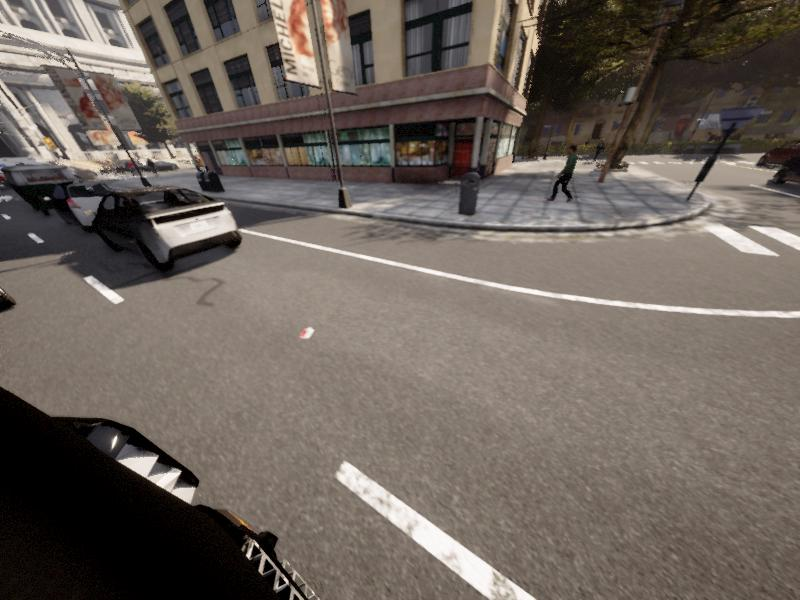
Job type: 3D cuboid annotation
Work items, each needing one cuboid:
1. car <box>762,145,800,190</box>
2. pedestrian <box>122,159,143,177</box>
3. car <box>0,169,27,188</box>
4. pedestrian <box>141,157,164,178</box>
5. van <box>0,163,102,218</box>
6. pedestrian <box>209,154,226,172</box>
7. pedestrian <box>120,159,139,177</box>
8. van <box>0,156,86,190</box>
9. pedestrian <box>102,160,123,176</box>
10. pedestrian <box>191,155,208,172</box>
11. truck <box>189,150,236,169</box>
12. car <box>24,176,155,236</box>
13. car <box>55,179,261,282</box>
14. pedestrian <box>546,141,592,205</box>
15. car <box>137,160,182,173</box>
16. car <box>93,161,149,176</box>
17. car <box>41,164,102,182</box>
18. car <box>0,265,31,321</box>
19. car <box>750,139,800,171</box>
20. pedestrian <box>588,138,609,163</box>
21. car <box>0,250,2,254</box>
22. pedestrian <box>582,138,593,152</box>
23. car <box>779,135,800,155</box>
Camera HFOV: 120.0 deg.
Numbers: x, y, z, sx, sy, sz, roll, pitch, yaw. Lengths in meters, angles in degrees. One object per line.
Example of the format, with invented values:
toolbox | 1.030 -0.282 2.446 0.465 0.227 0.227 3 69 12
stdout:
car | 17.524 -5.202 9.124 1.845 1.501 3.633 15 38 25
pedestrian | -32.841 -16.240 28.407 0.751 1.860 0.751 -20 38 -24
car | -41.555 -11.819 22.749 2.163 1.488 4.792 17 38 26
pedestrian | -25.965 -13.931 24.259 0.751 1.860 0.751 20 40 30
van | -17.379 -5.515 11.378 4.442 1.987 1.775 16 38 26
pedestrian | -22.148 -16.684 28.121 0.751 1.860 0.751 15 38 24
pedestrian | -33.398 -16.301 28.532 0.751 1.860 0.751 -25 40 -30
van | -37.155 -12.687 22.917 2.351 2.431 6.366 17 38 26
pedestrian | -37.724 -17.312 30.310 0.751 1.860 0.751 12 37 21
pedestrian | -25.568 -17.420 29.433 0.751 1.860 0.751 20 40 29
truck | -32.752 -24.773 40.607 2.627 2.467 5.204 17 38 26
car | -11.571 -3.666 8.667 3.633 1.501 1.845 16 38 25
car | -6.151 -2.060 5.934 4.514 1.525 2.007 16 38 26
pedestrian | 5.845 -4.428 8.093 0.751 1.860 0.751 16 38 25
car | -36.696 -20.415 35.356 1.994 1.385 4.181 17 38 26
car | -41.424 -19.679 34.457 2.163 1.488 4.792 17 38 26
car | -38.421 -14.921 27.132 1.845 1.501 3.633 17 38 26
car | -8.406 -0.480 3.698 3.705 1.549 1.789 16 38 26
car | 25.478 -9.331 14.756 1.789 1.549 3.705 15 38 25
pedestrian | 17.623 -13.268 20.525 0.751 1.860 0.751 26 43 35
car | -13.694 -2.021 6.352 4.514 1.525 2.007 16 38 26
pedestrian | 29.890 -24.755 36.873 0.751 1.860 0.751 16 38 25
car | 41.452 -14.834 21.925 5.366 1.575 1.801 16 38 26
